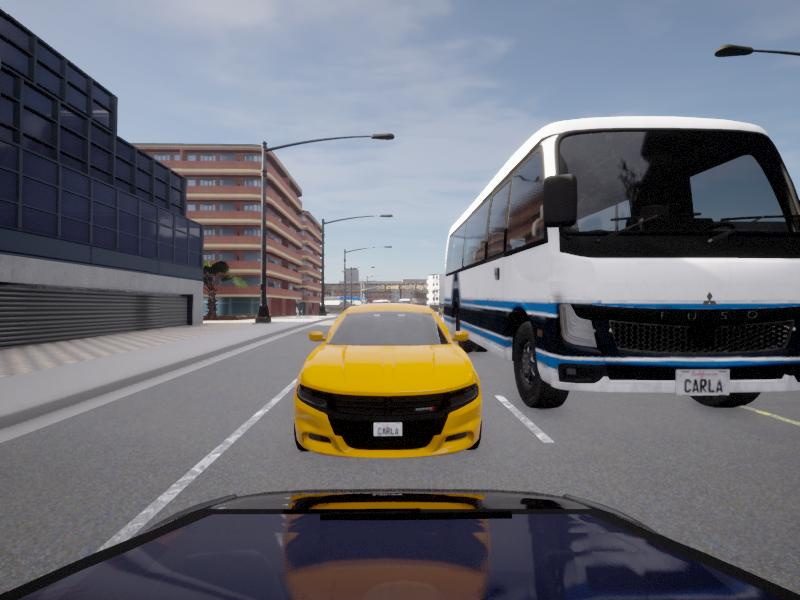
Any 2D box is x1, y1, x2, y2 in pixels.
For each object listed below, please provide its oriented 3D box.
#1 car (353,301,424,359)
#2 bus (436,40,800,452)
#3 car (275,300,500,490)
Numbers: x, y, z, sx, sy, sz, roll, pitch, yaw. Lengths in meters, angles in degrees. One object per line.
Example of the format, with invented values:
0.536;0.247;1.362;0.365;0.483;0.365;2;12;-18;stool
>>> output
-0.325;0.768;12.619;1.812;1.442;4.674;0;1;-1;car
3.384;-0.601;9.306;3.944;4.253;10.273;0;1;-1;bus
-0.158;0.790;5.854;1.882;1.535;5.008;0;1;-1;car
